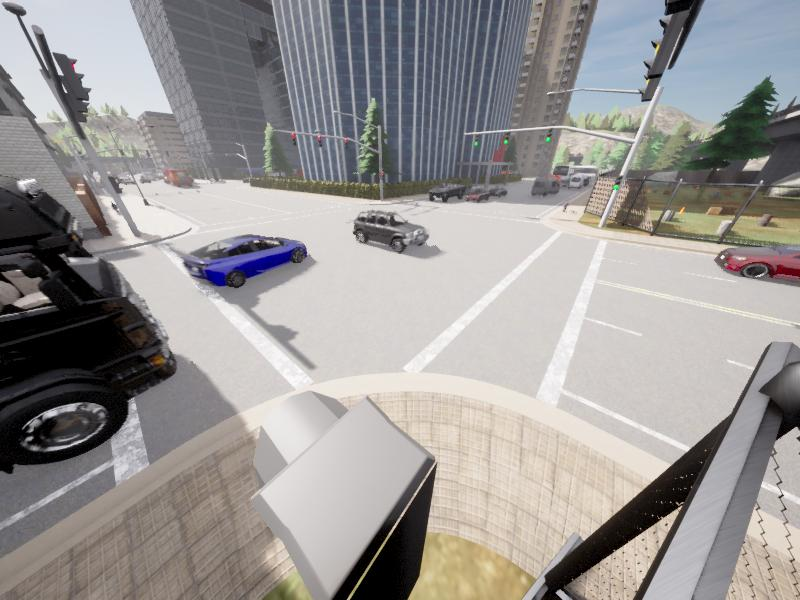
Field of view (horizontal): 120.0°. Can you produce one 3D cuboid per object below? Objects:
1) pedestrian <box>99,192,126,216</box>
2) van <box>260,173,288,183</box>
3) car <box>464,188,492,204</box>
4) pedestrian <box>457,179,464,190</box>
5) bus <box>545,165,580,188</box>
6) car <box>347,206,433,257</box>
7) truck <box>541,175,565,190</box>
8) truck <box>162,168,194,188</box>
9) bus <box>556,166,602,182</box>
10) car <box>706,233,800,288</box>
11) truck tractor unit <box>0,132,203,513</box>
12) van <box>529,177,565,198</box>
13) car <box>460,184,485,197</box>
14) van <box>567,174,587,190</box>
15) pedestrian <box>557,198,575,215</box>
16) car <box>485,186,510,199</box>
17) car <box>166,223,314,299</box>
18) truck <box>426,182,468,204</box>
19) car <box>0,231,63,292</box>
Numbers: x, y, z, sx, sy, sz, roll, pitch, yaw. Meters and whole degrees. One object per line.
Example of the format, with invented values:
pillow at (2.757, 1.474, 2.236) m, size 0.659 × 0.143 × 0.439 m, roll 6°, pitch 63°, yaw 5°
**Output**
pedestrian at (-25.729, -8.613, 20.711) m, size 0.751 × 1.860 × 0.751 m, roll 20°, pitch 35°, yaw 30°
van at (-36.546, -35.633, 67.274) m, size 2.351 × 2.431 × 6.366 m, roll 22°, pitch 37°, yaw 33°
car at (10.164, -13.647, 30.058) m, size 1.816 × 1.474 × 4.193 m, roll 23°, pitch 37°, yaw 34°
pedestrian at (11.226, -21.565, 43.034) m, size 0.751 × 1.860 × 0.751 m, roll -26°, pitch 39°, yaw -37°
bus at (36.990, -28.217, 52.516) m, size 3.944 × 4.253 × 10.273 m, roll 23°, pitch 37°, yaw 34°
car at (-0.675, -4.064, 13.111) m, size 4.605 × 1.855 × 1.932 m, roll 22°, pitch 37°, yaw 34°
truck at (30.920, -23.734, 46.528) m, size 2.627 × 2.467 × 5.204 m, roll 23°, pitch 37°, yaw 34°
truck at (-50.919, -28.143, 52.919) m, size 8.468 × 3.827 × 2.891 m, roll 23°, pitch 37°, yaw 34°
bus at (55.415, -39.269, 71.762) m, size 10.273 × 4.253 × 3.944 m, roll 23°, pitch 37°, yaw 34°
car at (15.948, -1.437, 9.126) m, size 4.181 × 1.385 × 1.994 m, roll 23°, pitch 37°, yaw 34°
truck tractor unit at (-7.096, 0.897, 2.112) m, size 3.053 × 4.208 × 6.516 m, roll 22°, pitch 37°, yaw 34°
van at (22.768, -17.510, 35.684) m, size 5.915 × 2.561 × 1.988 m, roll -22°, pitch 36°, yaw -33°
car at (11.378, -17.082, 36.037) m, size 1.812 × 1.442 × 4.674 m, roll 23°, pitch 37°, yaw 34°
van at (36.526, -24.377, 47.580) m, size 1.988 × 2.561 × 5.915 m, roll 23°, pitch 37°, yaw 34°
pedestrian at (15.106, -8.544, 21.040) m, size 0.751 × 1.300 × 0.751 m, roll -19°, pitch 35°, yaw -29°
car at (14.654, -16.286, 34.735) m, size 1.994 × 1.385 × 4.181 m, roll 22°, pitch 37°, yaw 33°
car at (-6.195, -1.927, 9.743) m, size 2.007 × 1.525 × 4.514 m, roll 14°, pitch 33°, yaw 23°
truck at (6.327, -14.354, 30.659) m, size 2.390 × 2.098 × 6.274 m, roll 23°, pitch 37°, yaw 34°
car at (-15.968, -0.913, 7.848) m, size 2.033 × 1.649 × 4.856 m, roll 21°, pitch 36°, yaw 32°
